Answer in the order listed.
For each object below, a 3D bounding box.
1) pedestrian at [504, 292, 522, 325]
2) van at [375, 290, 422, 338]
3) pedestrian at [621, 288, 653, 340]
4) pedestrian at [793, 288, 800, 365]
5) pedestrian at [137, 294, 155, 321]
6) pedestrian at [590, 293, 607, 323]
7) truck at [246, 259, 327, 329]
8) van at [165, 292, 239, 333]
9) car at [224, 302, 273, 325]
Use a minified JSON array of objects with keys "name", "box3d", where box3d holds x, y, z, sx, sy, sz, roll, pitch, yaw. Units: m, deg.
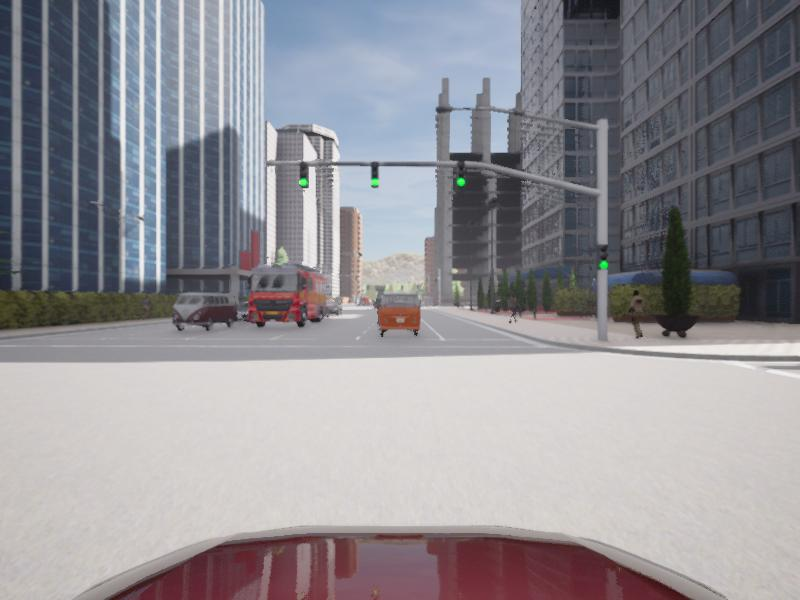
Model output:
[{"name":"pedestrian","box3d":[6.657,0.489,23.538,0.751,1.860,0.751,0,0,-14]},{"name":"van","box3d":[-0.183,0.602,19.007,1.775,1.987,4.442,1,0,-6]},{"name":"pedestrian","box3d":[8.643,0.488,14.605,0.751,1.860,0.751,0,0,0]},{"name":"pedestrian","box3d":[9.919,0.639,9.402,0.751,1.860,0.751,0,0,23]},{"name":"pedestrian","box3d":[-17.768,0.490,28.008,0.751,1.860,0.751,0,0,1]},{"name":"pedestrian","box3d":[12.544,0.486,25.269,0.751,1.860,0.751,0,0,8]},{"name":"truck","box3d":[-6.999,-0.316,26.213,2.891,3.827,8.468,0,0,0]},{"name":"van","box3d":[-10.494,0.602,21.632,1.775,1.987,4.442,0,0,0]},{"name":"car","box3d":[-10.491,0.858,27.928,1.970,1.475,3.806,0,0,0]}]
